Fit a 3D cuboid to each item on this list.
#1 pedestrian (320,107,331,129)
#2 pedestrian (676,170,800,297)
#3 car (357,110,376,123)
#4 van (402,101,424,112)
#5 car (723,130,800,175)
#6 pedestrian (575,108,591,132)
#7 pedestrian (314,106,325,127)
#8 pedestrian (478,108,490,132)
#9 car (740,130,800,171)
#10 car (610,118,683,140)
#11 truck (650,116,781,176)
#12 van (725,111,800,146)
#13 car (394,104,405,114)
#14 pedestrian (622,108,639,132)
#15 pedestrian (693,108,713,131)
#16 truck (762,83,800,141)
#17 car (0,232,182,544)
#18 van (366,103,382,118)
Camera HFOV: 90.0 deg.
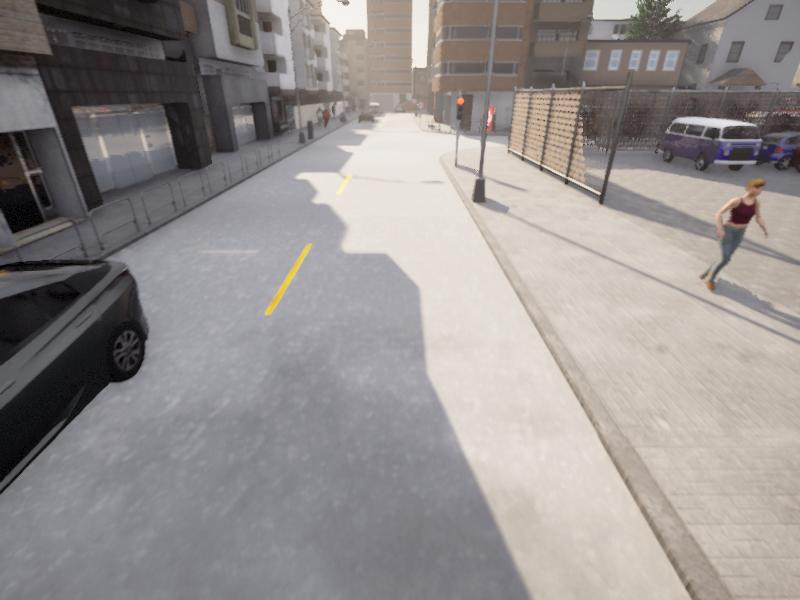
[{"bbox_3d":[-6.953,-17.082,37.510,0.751,1.860,0.751,1,27,3],"label":"pedestrian"},{"bbox_3d":[5.292,-1.046,6.372,0.751,1.860,0.751,0,27,0],"label":"pedestrian"},{"bbox_3d":[-4.042,-22.456,48.879,1.895,1.301,4.718,0,27,0],"label":"car"},{"bbox_3d":[2.747,-40.508,83.756,4.442,1.987,1.775,-19,33,-33],"label":"van"},{"bbox_3d":[17.844,-6.739,18.131,2.033,1.415,5.357,0,27,0],"label":"car"},{"bbox_3d":[16.200,-15.947,35.398,0.751,1.860,0.751,3,27,5],"label":"pedestrian"},{"bbox_3d":[-8.072,-18.414,40.096,0.751,1.860,0.751,-1,27,-2],"label":"pedestrian"},{"bbox_3d":[7.246,-15.509,34.500,0.751,1.860,0.751,2,27,3],"label":"pedestrian"},{"bbox_3d":[18.071,-6.729,17.957,3.705,1.547,1.789,0,27,0],"label":"car"},{"bbox_3d":[19.024,-13.257,31.015,4.181,1.385,1.994,0,27,0],"label":"car"},{"bbox_3d":[13.884,-7.099,18.130,2.069,2.038,4.478,0,27,0],"label":"truck"},{"bbox_3d":[25.541,-11.713,27.308,4.480,2.038,2.069,0,27,0],"label":"van"},{"bbox_3d":[-0.046,-36.651,76.611,2.033,1.649,4.856,0,27,0],"label":"car"},{"bbox_3d":[20.105,-15.663,34.883,0.751,1.860,0.751,7,28,13],"label":"pedestrian"},{"bbox_3d":[27.205,-16.184,35.932,0.751,1.860,0.751,3,27,5],"label":"pedestrian"},{"bbox_3d":[33.760,-14.324,30.477,8.468,3.827,2.891,0,27,0],"label":"truck"},{"bbox_3d":[-4.030,0.879,3.227,2.007,1.525,4.514,0,27,0],"label":"car"},{"bbox_3d":[-4.045,-29.815,62.868,2.069,2.038,4.480,0,27,0],"label":"van"}]
